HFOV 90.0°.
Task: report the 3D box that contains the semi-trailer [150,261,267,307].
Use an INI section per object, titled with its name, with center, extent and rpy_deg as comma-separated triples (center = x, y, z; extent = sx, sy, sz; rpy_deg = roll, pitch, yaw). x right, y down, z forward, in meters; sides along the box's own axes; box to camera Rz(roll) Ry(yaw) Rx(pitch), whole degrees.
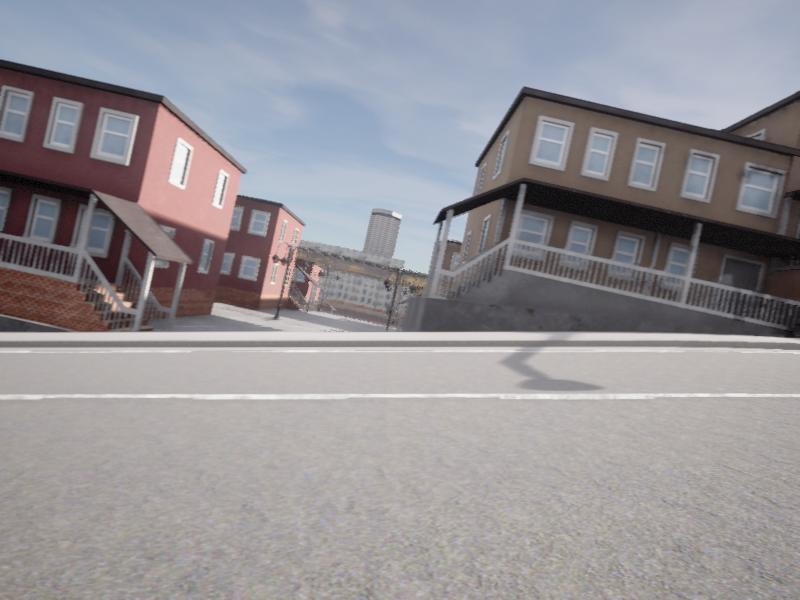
[semi-trailer]
center = -26.674, -2.216, 56.628
extent = 14.254, 4.402, 2.717
rpy_deg = 8, 1, -12
